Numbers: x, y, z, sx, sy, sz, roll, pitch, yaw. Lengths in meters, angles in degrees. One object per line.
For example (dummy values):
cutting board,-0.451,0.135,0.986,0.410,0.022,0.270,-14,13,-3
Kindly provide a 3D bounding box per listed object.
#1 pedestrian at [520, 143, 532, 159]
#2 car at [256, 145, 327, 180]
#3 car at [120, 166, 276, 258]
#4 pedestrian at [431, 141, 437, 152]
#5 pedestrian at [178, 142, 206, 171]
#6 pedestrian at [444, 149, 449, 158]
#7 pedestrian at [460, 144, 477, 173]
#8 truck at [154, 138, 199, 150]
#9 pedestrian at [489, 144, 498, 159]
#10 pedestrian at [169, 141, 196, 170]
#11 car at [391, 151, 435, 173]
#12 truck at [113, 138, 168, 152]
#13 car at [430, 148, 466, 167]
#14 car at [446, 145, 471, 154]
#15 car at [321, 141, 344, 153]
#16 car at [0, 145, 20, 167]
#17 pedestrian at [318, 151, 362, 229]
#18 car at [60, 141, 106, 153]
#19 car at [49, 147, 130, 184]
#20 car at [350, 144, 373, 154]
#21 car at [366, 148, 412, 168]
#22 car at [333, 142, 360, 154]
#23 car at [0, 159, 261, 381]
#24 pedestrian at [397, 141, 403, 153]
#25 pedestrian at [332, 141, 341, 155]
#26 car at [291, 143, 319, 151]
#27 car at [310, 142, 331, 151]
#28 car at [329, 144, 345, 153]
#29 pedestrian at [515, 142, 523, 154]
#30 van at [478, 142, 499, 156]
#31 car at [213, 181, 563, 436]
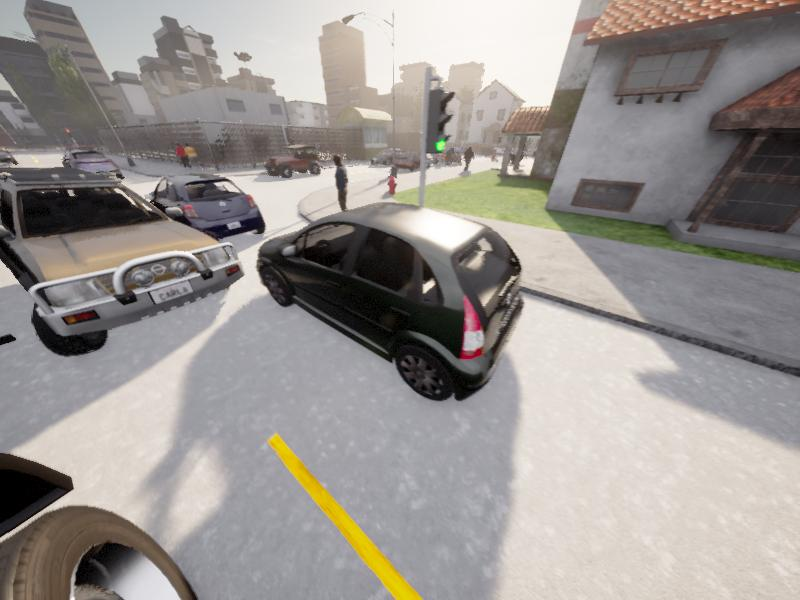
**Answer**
pedestrian,18.108,-21.475,33.278,0.751,1.860,0.751,-5,35,-8
car,-7.535,-9.962,16.538,1.905,1.878,3.866,23,41,29
car,-5.478,-2.621,6.329,3.633,1.501,1.845,23,41,29
pedestrian,7.507,-34.073,51.249,0.751,1.860,0.751,28,43,34
pedestrian,-15.854,-10.975,17.654,0.751,1.860,0.751,24,41,29
pedestrian,7.077,-22.261,35.102,0.500,1.100,0.500,8,35,10
pedestrian,5.498,-11.362,18.554,0.751,1.860,0.751,24,41,29
truck,-48.519,-34.002,50.298,2.390,2.098,6.274,23,41,29
pedestrian,13.539,-21.490,33.427,0.751,1.860,0.751,5,35,7
pedestrian,-16.953,-11.256,18.041,0.751,1.860,0.751,22,40,28
car,1.215,-12.595,20.917,1.994,1.385,4.181,22,40,28
truck,-49.178,-29.611,43.974,2.390,2.098,6.274,23,41,29
car,5.342,-15.851,25.525,2.007,1.525,4.514,23,41,29
car,11.617,-30.071,46.119,4.193,1.474,1.816,29,44,34
car,-13.328,-30.514,45.900,1.905,1.878,3.866,23,41,29
car,-36.670,-13.075,20.930,4.193,1.474,1.816,23,41,29
pedestrian,-1.612,-3.071,6.523,0.751,1.860,0.751,4,35,6
car,-53.041,-25.742,38.779,1.851,1.617,3.988,3,35,4
car,-19.973,-8.764,14.852,4.856,1.649,2.033,22,40,28
car,-7.030,-28.026,42.723,1.816,1.474,4.193,23,41,29
car,-0.988,-14.845,23.995,2.128,1.511,4.902,23,41,29
car,-10.021,-28.836,43.723,2.242,1.667,4.611,23,41,29
car,-4.852,-1.016,3.739,4.605,1.855,1.932,20,35,23
pedestrian,-0.011,-29.509,44.570,0.751,1.860,0.751,27,43,33
pedestrian,-10.342,-24.846,37.708,0.751,1.860,0.751,14,37,19
car,-20.919,-33.927,51.099,2.033,1.415,5.357,23,41,29
car,-16.904,-32.557,49.081,1.845,1.501,3.633,23,41,29
car,-12.100,-29.205,44.403,1.481,1.379,2.207,23,41,29
pedestrian,23.361,-29.735,45.254,0.751,1.860,0.751,23,40,28
van,15.751,-27.010,41.333,1.775,1.987,4.442,-1,35,-2
car,-0.416,-0.494,3.279,3.988,1.617,1.851,23,41,29
